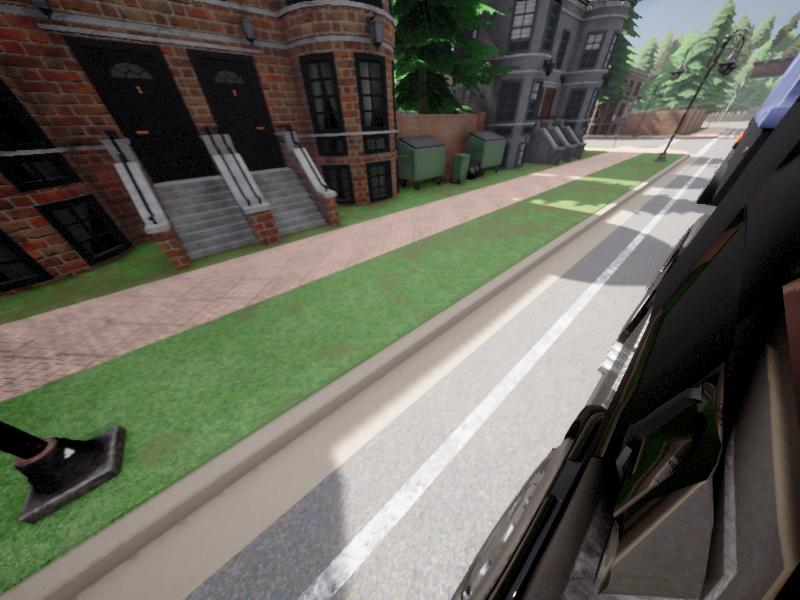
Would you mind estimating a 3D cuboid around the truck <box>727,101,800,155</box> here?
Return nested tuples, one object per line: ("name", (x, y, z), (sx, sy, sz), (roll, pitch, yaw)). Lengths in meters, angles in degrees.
("truck", (24.142, -11.068, 14.854), (5.204, 2.467, 2.627), (-28, 43, -31))

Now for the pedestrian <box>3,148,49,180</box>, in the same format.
("pedestrian", (-26.822, -9.785, 16.614), (0.751, 1.860, 0.751), (-28, 44, -30))

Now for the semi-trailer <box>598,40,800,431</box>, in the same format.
("semi-trailer", (8.689, -3.613, 4.234), (14.254, 4.402, 2.717), (-28, 44, -30))

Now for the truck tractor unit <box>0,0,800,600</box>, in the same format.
("truck tractor unit", (2.645, -0.295, 0.351), (6.516, 4.208, 3.053), (-28, 44, -30))

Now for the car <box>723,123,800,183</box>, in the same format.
("car", (16.099, -6.420, 9.850), (5.238, 1.638, 1.930), (-28, 44, -30))
